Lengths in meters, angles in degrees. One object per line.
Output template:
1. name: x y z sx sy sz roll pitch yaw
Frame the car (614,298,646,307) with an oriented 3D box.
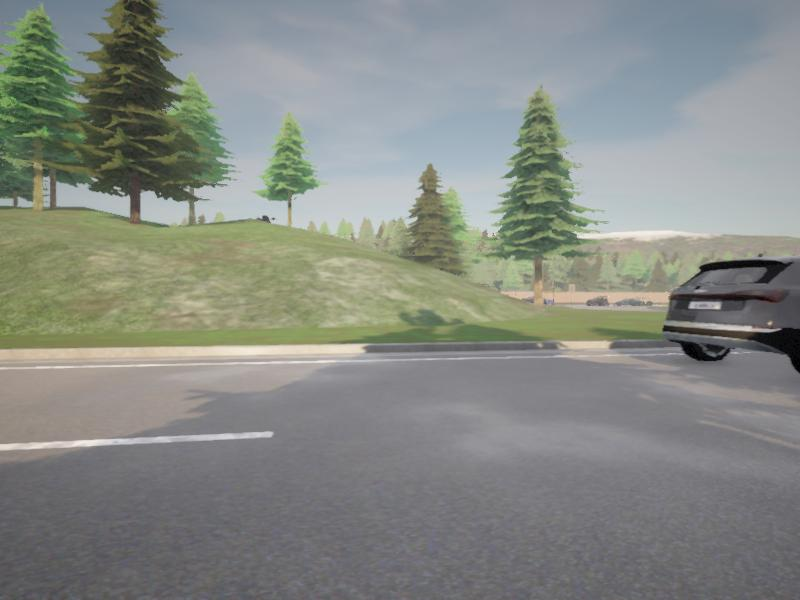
1. car: 37.500 0.429 65.266 4.181 1.385 1.994 0 0 -9

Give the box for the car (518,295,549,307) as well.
1. car: 22.116 0.150 66.357 4.605 1.855 1.932 0 0 -9

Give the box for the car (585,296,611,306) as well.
1. car: 35.616 0.184 72.055 3.866 1.878 1.905 0 0 -9

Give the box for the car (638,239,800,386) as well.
1. car: 6.425 0.190 5.864 4.856 1.649 2.033 1 0 -9
